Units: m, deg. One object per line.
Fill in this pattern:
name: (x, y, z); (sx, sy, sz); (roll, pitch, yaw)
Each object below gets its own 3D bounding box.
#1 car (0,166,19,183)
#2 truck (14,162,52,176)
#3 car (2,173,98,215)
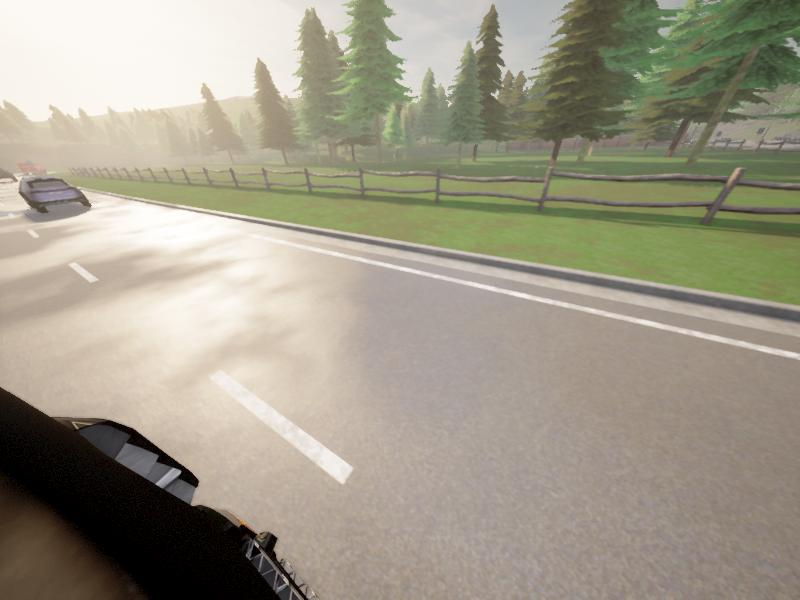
car: (-61.446, -19.300, 35.491); (5.566, 2.045, 2.150); (20, 40, 30)
truck: (-86.125, -30.912, 54.346); (2.627, 2.467, 5.204); (-23, 39, -28)
car: (-19.913, -6.142, 13.146); (4.856, 1.649, 2.033); (17, 38, 27)
